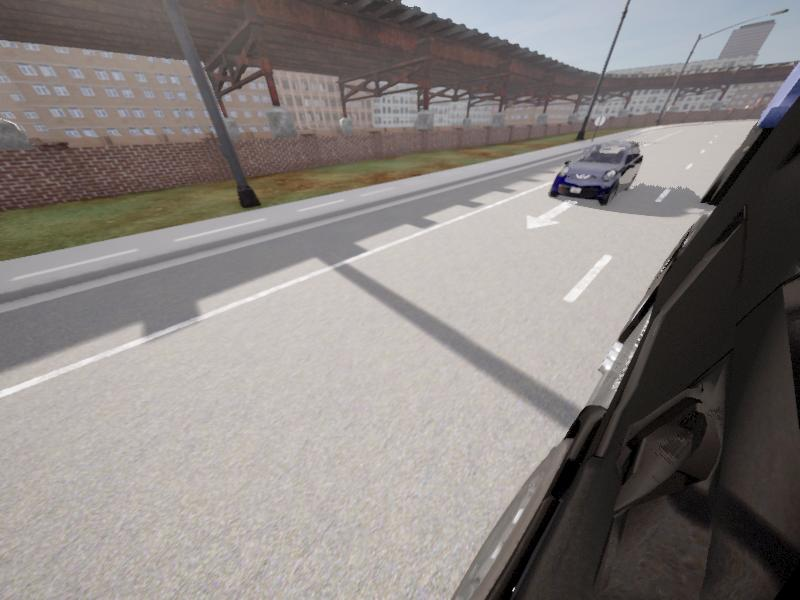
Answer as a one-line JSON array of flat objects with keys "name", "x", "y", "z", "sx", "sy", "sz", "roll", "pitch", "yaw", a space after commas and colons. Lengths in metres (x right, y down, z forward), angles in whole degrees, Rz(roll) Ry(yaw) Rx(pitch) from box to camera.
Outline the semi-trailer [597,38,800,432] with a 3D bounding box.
[{"name": "semi-trailer", "x": 8.727, "y": -3.596, "z": 4.184, "sx": 14.254, "sy": 4.402, "sz": 2.717, "roll": -28, "pitch": 44, "yaw": -29}]

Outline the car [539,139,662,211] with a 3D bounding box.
[{"name": "car", "x": 6.608, "y": -4.301, "z": 7.647, "sx": 3.633, "sy": 1.501, "sz": 1.845, "roll": -29, "pitch": 44, "yaw": -31}]

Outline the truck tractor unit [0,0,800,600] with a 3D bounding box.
[{"name": "truck tractor unit", "x": 2.645, "y": -0.295, "z": 0.351, "sx": 6.516, "sy": 4.208, "sz": 3.053, "roll": -28, "pitch": 44, "yaw": -30}]
